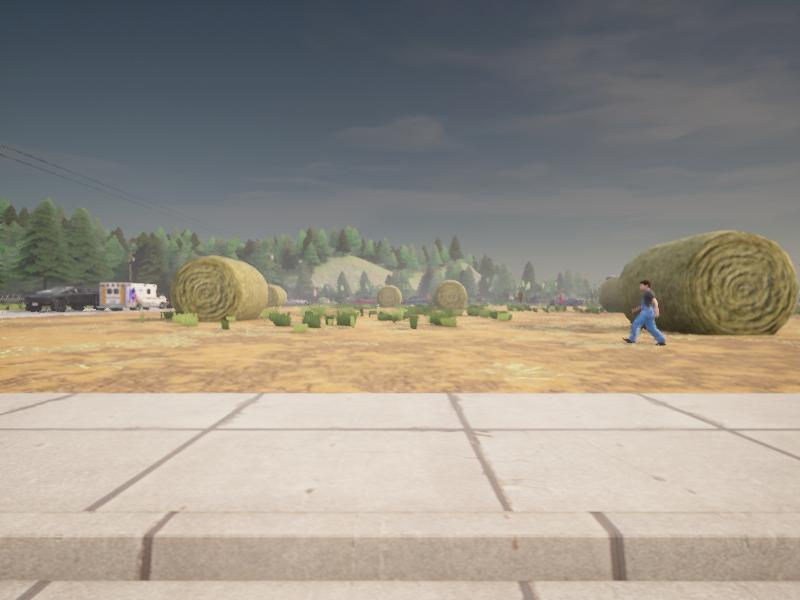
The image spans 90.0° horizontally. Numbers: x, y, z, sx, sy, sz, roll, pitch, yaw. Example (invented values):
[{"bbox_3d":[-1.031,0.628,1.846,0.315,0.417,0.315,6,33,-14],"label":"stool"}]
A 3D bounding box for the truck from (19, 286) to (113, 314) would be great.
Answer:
[{"bbox_3d":[-27.123,-0.040,32.926,2.390,2.098,6.274,0,0,2],"label":"truck"}]

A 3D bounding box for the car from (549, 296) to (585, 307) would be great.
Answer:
[{"bbox_3d":[22.415,0.253,53.819,4.193,1.474,1.816,0,0,4],"label":"car"}]

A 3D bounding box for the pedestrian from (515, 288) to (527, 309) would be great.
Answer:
[{"bbox_3d":[11.042,-0.118,36.513,0.751,1.860,0.751,0,0,-45],"label":"pedestrian"}]

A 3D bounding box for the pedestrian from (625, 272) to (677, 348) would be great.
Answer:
[{"bbox_3d":[4.564,0.167,7.326,0.751,1.300,0.751,0,0,28],"label":"pedestrian"}]

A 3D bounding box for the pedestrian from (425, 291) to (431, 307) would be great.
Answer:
[{"bbox_3d":[3.483,-0.122,49.316,0.751,1.860,0.751,0,0,7],"label":"pedestrian"}]

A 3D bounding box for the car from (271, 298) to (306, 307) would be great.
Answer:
[{"bbox_3d":[-16.688,0.332,59.895,4.718,1.301,1.895,0,0,2],"label":"car"}]

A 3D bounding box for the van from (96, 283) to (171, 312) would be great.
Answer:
[{"bbox_3d":[-23.610,-0.202,35.860,2.351,2.431,6.366,0,0,1],"label":"van"}]

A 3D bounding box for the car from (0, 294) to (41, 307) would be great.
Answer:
[{"bbox_3d":[-55.929,0.040,58.791,4.605,1.855,1.932,-1,0,2],"label":"car"}]

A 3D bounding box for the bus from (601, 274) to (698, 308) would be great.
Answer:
[{"bbox_3d":[32.898,-1.132,53.233,10.273,4.253,3.944,0,0,4],"label":"bus"}]

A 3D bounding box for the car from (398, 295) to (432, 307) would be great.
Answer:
[{"bbox_3d":[2.277,0.167,58.664,4.856,1.649,2.033,-1,0,4],"label":"car"}]

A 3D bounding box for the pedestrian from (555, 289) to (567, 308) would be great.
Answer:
[{"bbox_3d":[16.106,-0.119,40.021,0.751,1.860,0.751,0,0,-35],"label":"pedestrian"}]

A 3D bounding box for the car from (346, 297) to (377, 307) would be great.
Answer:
[{"bbox_3d":[-5.671,0.245,59.201,4.193,1.474,1.816,0,0,4],"label":"car"}]
